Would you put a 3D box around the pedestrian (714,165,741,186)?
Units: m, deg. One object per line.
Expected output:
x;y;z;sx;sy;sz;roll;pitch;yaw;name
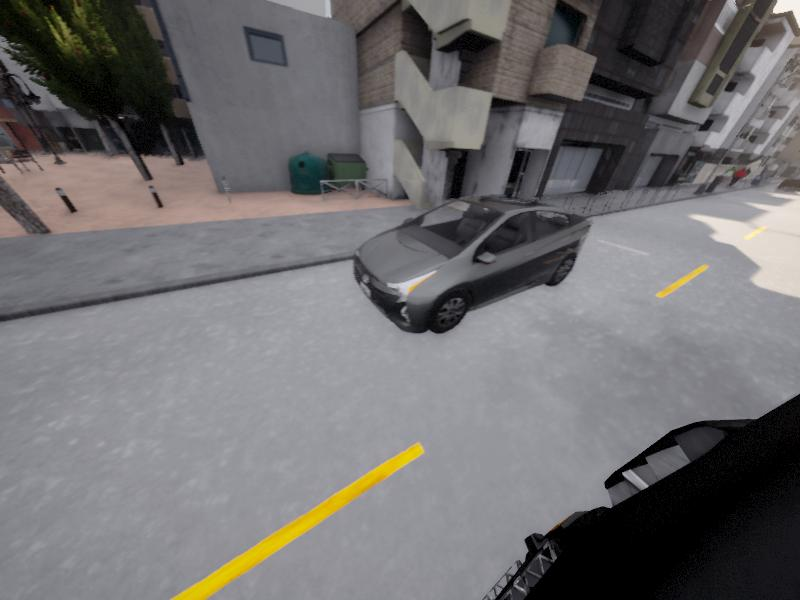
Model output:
35.446;-13.486;25.016;0.751;1.860;0.751;-17;39;-27;pedestrian

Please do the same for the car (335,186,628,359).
1.461;-0.969;4.130;4.514;1.525;2.007;-16;38;-26;car

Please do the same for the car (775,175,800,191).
45.799;-13.516;26.611;4.718;1.301;1.895;-16;38;-26;car

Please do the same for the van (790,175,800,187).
59.476;-17.537;33.438;4.480;2.038;2.069;-16;38;-26;van

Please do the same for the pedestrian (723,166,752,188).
33.490;-12.211;22.952;0.751;1.860;0.751;-14;37;-24;pedestrian
